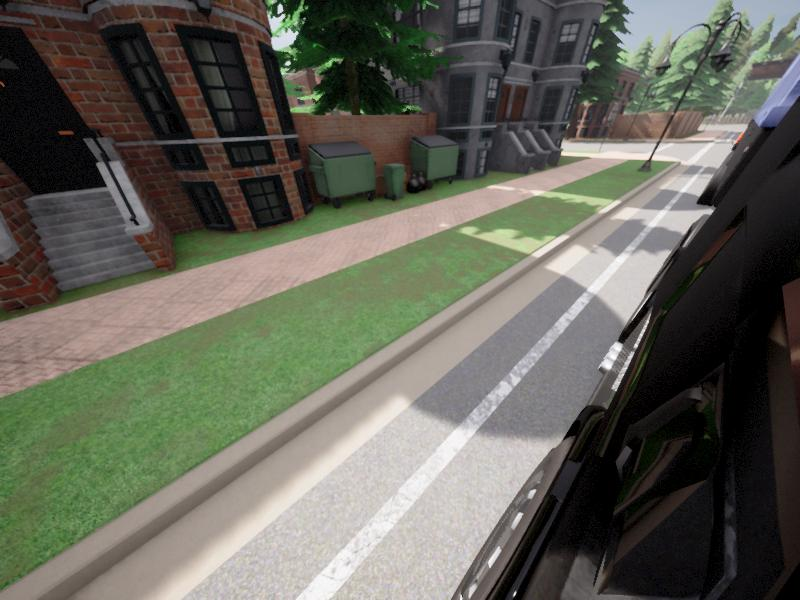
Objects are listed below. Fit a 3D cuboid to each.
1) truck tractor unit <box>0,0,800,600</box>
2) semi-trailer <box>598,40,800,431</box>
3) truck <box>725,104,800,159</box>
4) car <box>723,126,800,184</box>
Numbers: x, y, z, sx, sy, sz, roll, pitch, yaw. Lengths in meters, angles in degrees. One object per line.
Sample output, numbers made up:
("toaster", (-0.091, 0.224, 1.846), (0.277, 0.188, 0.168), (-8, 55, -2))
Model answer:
("truck tractor unit", (2.645, -0.295, 0.351), (6.516, 4.208, 3.053), (-28, 44, -30))
("semi-trailer", (8.697, -3.595, 4.244), (14.254, 4.402, 2.717), (-28, 44, -30))
("truck", (23.485, -10.621, 14.458), (5.204, 2.467, 2.627), (-28, 44, -30))
("car", (16.108, -6.364, 9.880), (5.238, 1.638, 1.930), (-28, 44, -30))
